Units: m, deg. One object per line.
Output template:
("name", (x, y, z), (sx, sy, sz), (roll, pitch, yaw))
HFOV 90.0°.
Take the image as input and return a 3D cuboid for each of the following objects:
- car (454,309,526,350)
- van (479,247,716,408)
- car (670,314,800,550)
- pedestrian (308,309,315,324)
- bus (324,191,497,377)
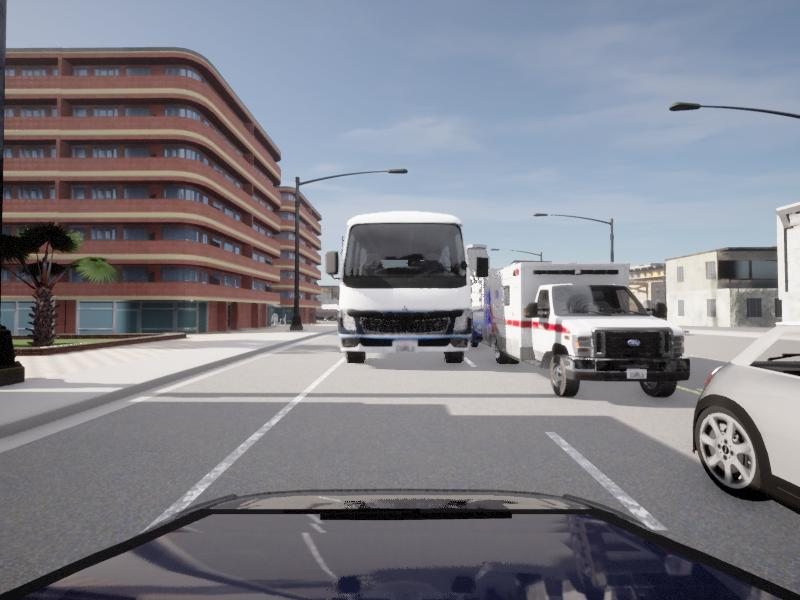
("car", (3.517, 1.107, 16.510), (1.812, 1.442, 4.674), (0, -2, -1))
("van", (3.611, 0.459, 9.232), (2.351, 2.431, 6.366), (0, -1, 1))
("car", (3.537, 0.858, 1.899), (1.970, 1.475, 3.806), (0, 0, 1))
("pedestrian", (-11.010, 2.074, 49.935), (0.751, 1.860, 0.751), (0, -1, -6))
("bus", (0.288, -0.363, 14.285), (3.944, 4.253, 10.273), (0, 0, 1))
